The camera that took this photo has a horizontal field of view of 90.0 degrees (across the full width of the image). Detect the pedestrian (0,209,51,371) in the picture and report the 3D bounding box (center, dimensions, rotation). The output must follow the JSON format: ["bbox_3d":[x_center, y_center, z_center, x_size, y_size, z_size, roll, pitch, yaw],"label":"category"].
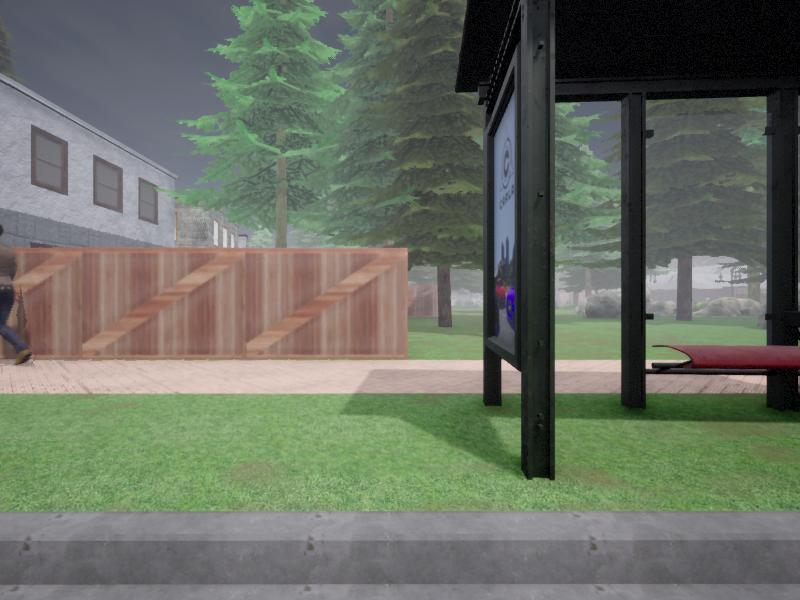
[{"bbox_3d":[-4.984,-0.115,4.903,0.751,1.860,0.751,0,0,1],"label":"pedestrian"}]
